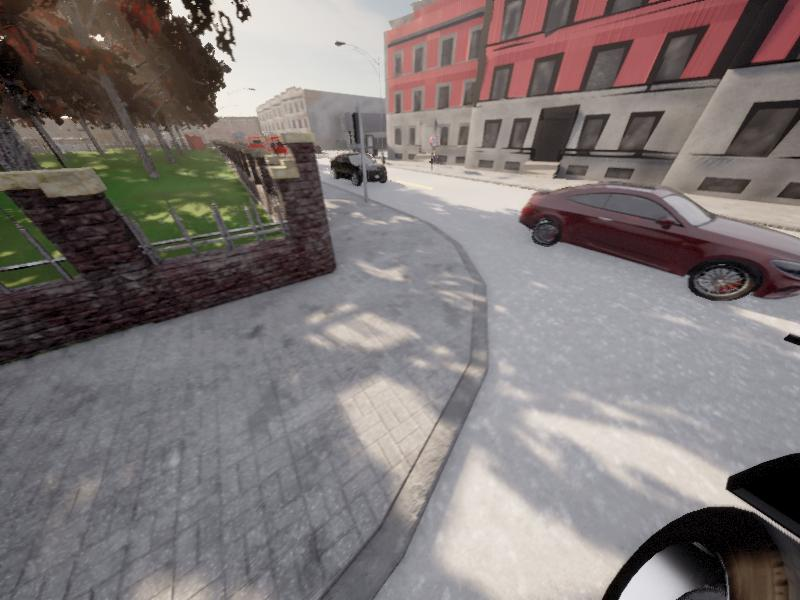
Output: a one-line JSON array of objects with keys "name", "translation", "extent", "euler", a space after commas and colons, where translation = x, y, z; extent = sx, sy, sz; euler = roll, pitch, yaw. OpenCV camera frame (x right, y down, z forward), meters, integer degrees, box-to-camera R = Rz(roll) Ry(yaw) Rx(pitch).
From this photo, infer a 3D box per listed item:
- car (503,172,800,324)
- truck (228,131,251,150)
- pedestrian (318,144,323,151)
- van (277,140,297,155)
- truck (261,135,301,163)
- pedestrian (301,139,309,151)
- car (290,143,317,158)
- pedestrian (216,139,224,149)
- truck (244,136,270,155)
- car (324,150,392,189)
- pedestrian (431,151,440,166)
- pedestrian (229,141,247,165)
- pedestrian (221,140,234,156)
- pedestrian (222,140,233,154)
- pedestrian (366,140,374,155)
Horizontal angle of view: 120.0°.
[{"name": "car", "translation": [4.985, -1.641, 4.946], "extent": [1.812, 1.442, 4.674], "euler": [-22, 40, -27]}, {"name": "truck", "translation": [-40.976, -40.652, 58.916], "extent": [2.891, 3.827, 8.468], "euler": [-22, 41, -28]}, {"name": "pedestrian", "translation": [-15.524, -29.710, 45.067], "extent": [0.500, 1.100, 0.500], "euler": [29, 45, 35]}, {"name": "van", "translation": [-19.290, -26.125, 39.381], "extent": [1.775, 1.987, 4.442], "euler": [-22, 41, -28]}, {"name": "truck", "translation": [-14.160, -17.999, 27.393], "extent": [2.627, 2.467, 5.204], "euler": [-22, 41, -27]}, {"name": "pedestrian", "translation": [-18.296, -29.903, 44.615], "extent": [0.751, 1.860, 0.751], "euler": [-25, 42, -31]}, {"name": "car", "translation": [-13.795, -21.407, 32.959], "extent": [2.033, 1.649, 4.856], "euler": [-22, 41, -28]}, {"name": "pedestrian", "translation": [-42.624, -36.910, 54.728], "extent": [0.751, 1.860, 0.751], "euler": [-14, 37, -18]}, {"name": "truck", "translation": [-25.095, -27.131, 40.386], "extent": [2.627, 2.467, 5.204], "euler": [-21, 42, -27]}, {"name": "car", "translation": [-2.658, -8.038, 13.994], "extent": [1.882, 1.535, 5.008], "euler": [-22, 40, -27]}, {"name": "pedestrian", "translation": [3.082, -12.411, 20.312], "extent": [0.500, 1.100, 0.500], "euler": [-17, 38, -22]}, {"name": "pedestrian", "translation": [-15.595, -14.163, 22.271], "extent": [0.751, 1.860, 0.751], "euler": [-21, 40, -27]}, {"name": "pedestrian", "translation": [-24.598, -21.582, 32.858], "extent": [0.751, 1.860, 0.751], "euler": [-29, 44, -34]}, {"name": "pedestrian", "translation": [-28.411, -25.206, 38.026], "extent": [0.751, 1.860, 0.751], "euler": [29, 45, 35]}, {"name": "pedestrian", "translation": [-4.433, -22.460, 34.045], "extent": [0.751, 1.860, 0.751], "euler": [28, 44, 34]}]
